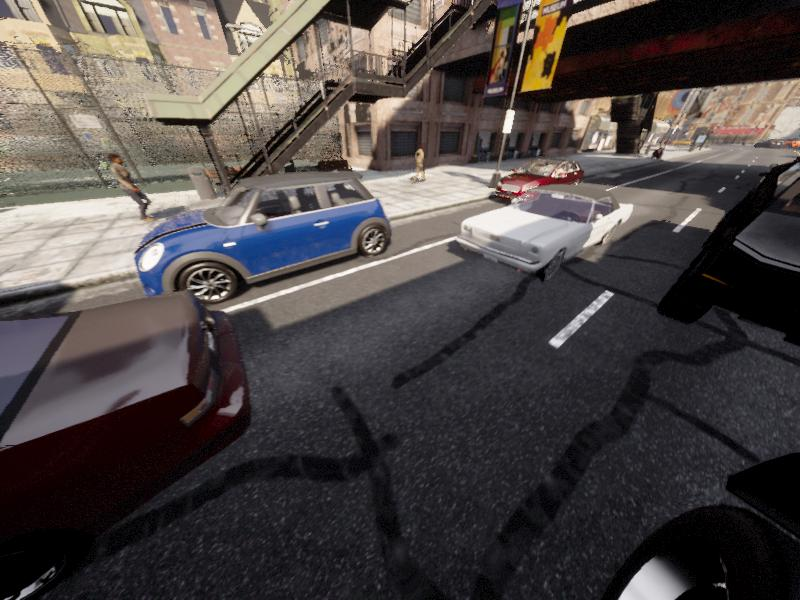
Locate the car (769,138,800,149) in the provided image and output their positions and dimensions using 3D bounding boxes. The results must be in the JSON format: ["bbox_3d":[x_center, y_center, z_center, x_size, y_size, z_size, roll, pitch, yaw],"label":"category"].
[{"bbox_3d":[80.611,-32.460,47.771,2.097,1.767,4.553,10,37,15],"label":"car"}]

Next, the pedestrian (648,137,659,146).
[{"bbox_3d":[62.923,-39.317,57.307,0.751,1.860,0.751,3,35,5],"label":"pedestrian"}]

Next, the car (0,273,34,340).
[{"bbox_3d":[-7.546,0.784,1.539,5.008,1.535,2.097,-24,41,-29],"label":"car"}]

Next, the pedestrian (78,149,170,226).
[{"bbox_3d":[-7.753,-3.214,6.636,0.751,1.860,0.751,-14,37,-19],"label":"pedestrian"}]

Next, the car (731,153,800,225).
[{"bbox_3d":[14.130,-4.062,8.140,5.238,1.638,1.930,-23,41,-29],"label":"car"}]

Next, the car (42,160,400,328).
[{"bbox_3d":[-2.485,-1.618,4.690,4.553,1.767,2.185,-24,41,-29],"label":"car"}]

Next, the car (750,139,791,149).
[{"bbox_3d":[76.958,-32.525,48.115,2.242,1.667,4.611,13,37,18],"label":"car"}]

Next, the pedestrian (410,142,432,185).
[{"bbox_3d":[1.084,-7.243,12.281,0.751,1.860,0.751,29,44,35],"label":"pedestrian"}]

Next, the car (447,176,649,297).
[{"bbox_3d":[3.513,-1.837,5.374,4.718,1.301,1.895,-23,41,-29],"label":"car"}]

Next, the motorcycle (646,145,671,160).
[{"bbox_3d":[28.048,-16.060,25.143,0.856,1.236,1.805,13,37,19],"label":"motorcycle"}]

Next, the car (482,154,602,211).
[{"bbox_3d":[6.166,-5.250,9.993,4.892,1.521,2.231,-24,41,-29],"label":"car"}]

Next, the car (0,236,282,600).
[{"bbox_3d":[-3.763,1.281,0.923,5.357,1.411,2.033,-24,41,-29],"label":"car"}]

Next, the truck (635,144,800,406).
[{"bbox_3d":[6.515,-0.920,3.351,6.274,2.098,2.390,-23,41,-29],"label":"truck"}]
